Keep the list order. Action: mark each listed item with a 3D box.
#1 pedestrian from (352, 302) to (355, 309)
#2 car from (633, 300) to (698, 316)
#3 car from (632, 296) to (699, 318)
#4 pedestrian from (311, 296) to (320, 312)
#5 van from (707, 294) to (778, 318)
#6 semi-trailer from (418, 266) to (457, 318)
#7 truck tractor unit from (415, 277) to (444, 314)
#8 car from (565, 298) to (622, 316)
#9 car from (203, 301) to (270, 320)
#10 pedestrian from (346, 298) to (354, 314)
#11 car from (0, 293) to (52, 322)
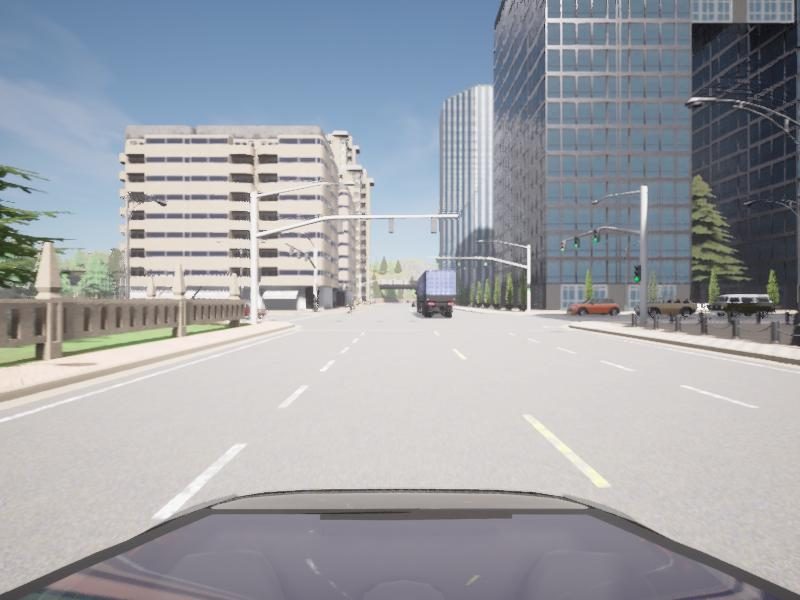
[{"bbox_3d":[-7.554,0.887,65.154,0.500,1.100,0.500,0,0,1],"label":"pedestrian"},{"bbox_3d":[25.772,0.794,39.015,4.902,1.511,2.128,0,0,0],"label":"car"},{"bbox_3d":[23.509,0.609,35.527,4.605,1.855,1.932,0,0,0],"label":"car"},{"bbox_3d":[-9.496,0.447,44.965,0.751,1.860,0.751,0,0,10],"label":"pedestrian"},{"bbox_3d":[30.298,0.528,35.489,4.480,2.038,2.069,0,0,0],"label":"van"},{"bbox_3d":[3.498,-0.641,41.237,2.717,4.402,14.254,0,0,0],"label":"semi-trailer"},{"bbox_3d":[3.481,-0.511,49.149,3.053,4.208,6.516,0,0,0],"label":"truck tractor unit"},{"bbox_3d":[18.821,0.653,39.069,4.553,1.767,2.097,0,0,1],"label":"car"},{"bbox_3d":[-13.122,0.826,32.315,4.674,1.442,1.812,0,0,1],"label":"car"},{"bbox_3d":[-5.771,0.651,46.150,0.751,1.860,0.751,0,0,6],"label":"pedestrian"},{"bbox_3d":[-29.649,0.519,30.323,5.566,2.045,2.150,1,0,15],"label":"car"}]
